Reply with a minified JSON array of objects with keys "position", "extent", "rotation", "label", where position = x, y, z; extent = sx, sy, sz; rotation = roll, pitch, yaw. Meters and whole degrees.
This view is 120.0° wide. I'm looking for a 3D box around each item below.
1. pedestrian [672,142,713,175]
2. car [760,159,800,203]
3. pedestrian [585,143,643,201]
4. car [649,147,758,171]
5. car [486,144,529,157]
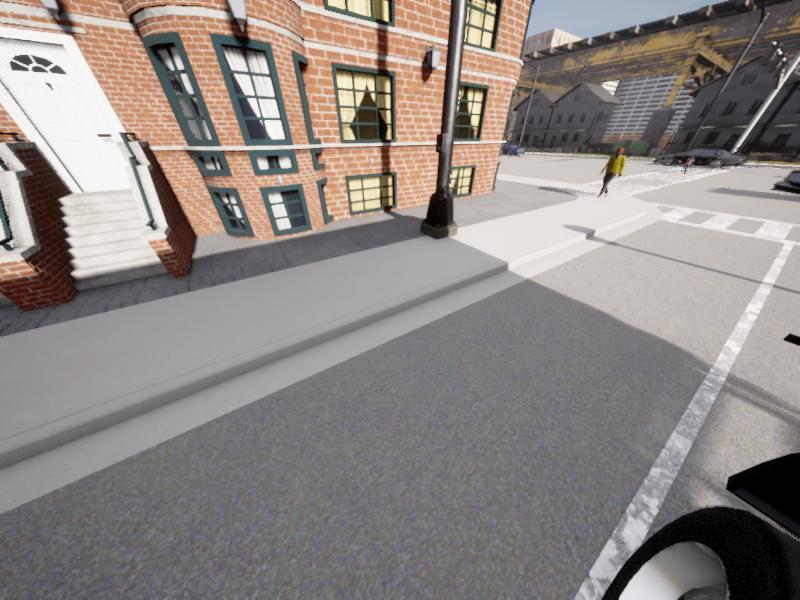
[{"position":[20.115,-9.746,15.945],"extent":[0.751,1.860,0.751],"rotation":[-11,36,-14],"label":"pedestrian"},{"position":[18.141,-4.071,8.351],"extent":[2.033,1.411,5.357],"rotation":[-20,40,-26],"label":"car"},{"position":[8.255,-4.964,8.984],"extent":[0.751,1.860,0.751],"rotation":[-16,38,-20],"label":"pedestrian"},{"position":[25.760,-12.262,19.921],"extent":[2.033,1.411,5.357],"rotation":[-20,40,-26],"label":"car"},{"position":[15.369,-21.721,33.421],"extent":[2.033,1.411,5.357],"rotation":[-20,40,-26],"label":"car"}]
